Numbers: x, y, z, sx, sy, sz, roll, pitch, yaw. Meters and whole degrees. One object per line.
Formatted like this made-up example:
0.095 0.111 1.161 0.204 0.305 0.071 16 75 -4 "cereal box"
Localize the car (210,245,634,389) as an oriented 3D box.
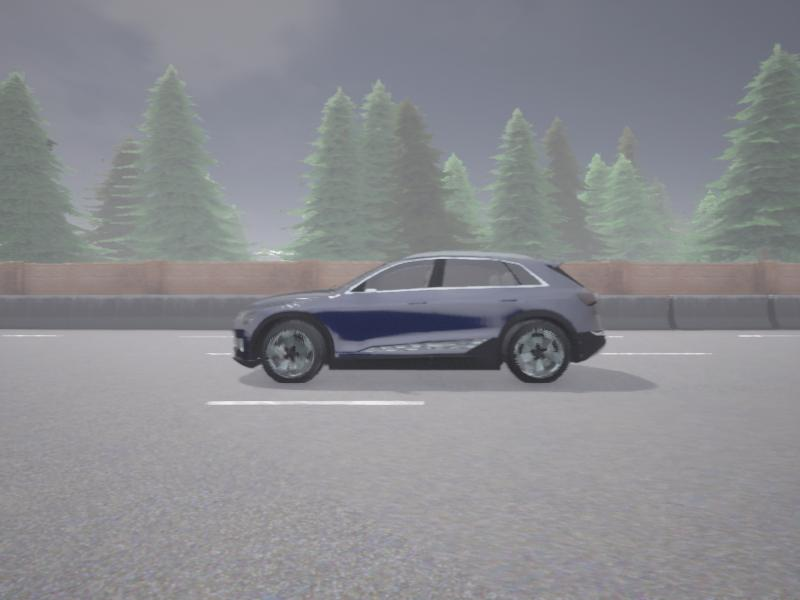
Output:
0.248 0.187 5.604 4.856 1.649 2.033 0 1 0 "car"
